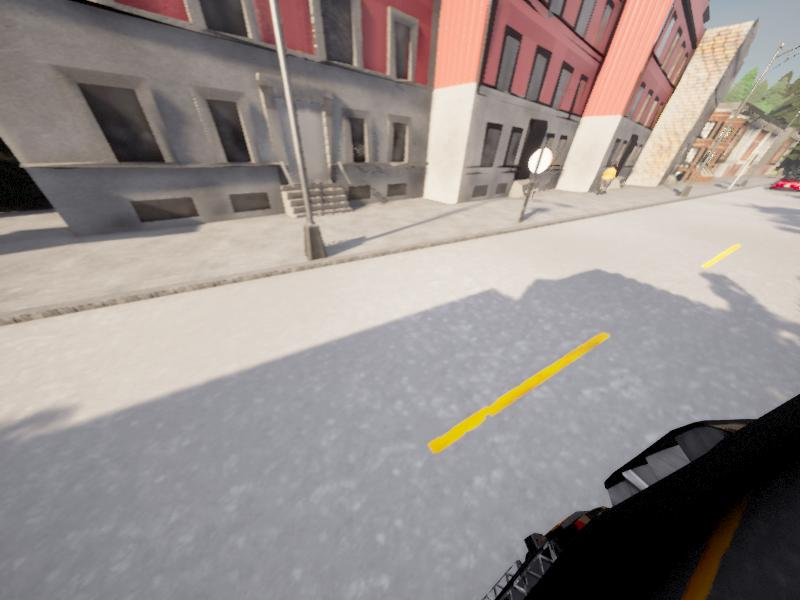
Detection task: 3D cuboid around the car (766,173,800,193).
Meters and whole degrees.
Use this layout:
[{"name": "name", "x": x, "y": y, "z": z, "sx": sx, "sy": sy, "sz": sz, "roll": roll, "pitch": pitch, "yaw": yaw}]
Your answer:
[{"name": "car", "x": 40.773, "y": -12.230, "z": 23.995, "sx": 4.514, "sy": 1.525, "sz": 2.007, "roll": -16, "pitch": 38, "yaw": -26}]

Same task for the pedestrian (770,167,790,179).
[{"name": "pedestrian", "x": 69.070, "y": -23.152, "z": 41.998, "sx": 0.751, "sy": 1.860, "sz": 0.751, "roll": 4, "pitch": 33, "yaw": 3}]

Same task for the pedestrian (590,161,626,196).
[{"name": "pedestrian", "x": 12.979, "y": -7.585, "z": 14.465, "sx": 0.751, "sy": 1.860, "sz": 0.751, "roll": -15, "pitch": 37, "yaw": -25}]

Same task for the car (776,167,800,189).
[{"name": "car", "x": 47.867, "y": -14.485, "z": 27.439, "sx": 5.566, "sy": 2.045, "sz": 2.150, "roll": -16, "pitch": 38, "yaw": -26}]

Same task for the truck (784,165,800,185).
[{"name": "truck", "x": 55.266, "y": -16.795, "z": 31.015, "sx": 5.204, "sy": 2.467, "sz": 2.627, "roll": -15, "pitch": 37, "yaw": -26}]
